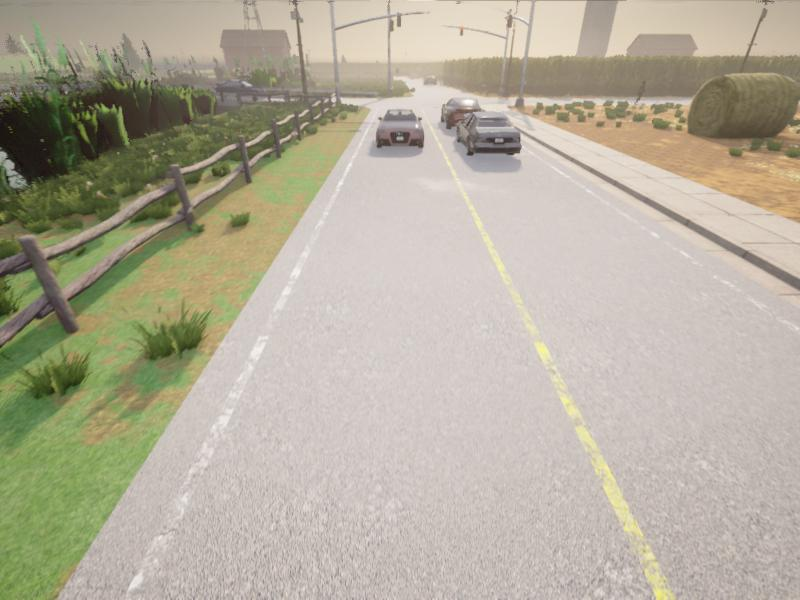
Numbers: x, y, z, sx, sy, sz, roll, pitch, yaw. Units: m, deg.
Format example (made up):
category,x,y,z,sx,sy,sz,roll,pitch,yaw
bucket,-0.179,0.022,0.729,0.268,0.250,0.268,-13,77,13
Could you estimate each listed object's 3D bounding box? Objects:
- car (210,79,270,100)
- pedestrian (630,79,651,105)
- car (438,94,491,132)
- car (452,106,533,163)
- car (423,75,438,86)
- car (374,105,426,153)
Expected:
category,x,y,z,sx,sy,sz,roll,pitch,yaw
car,-14.810,-19.627,37.247,4.674,1.442,1.812,4,31,1
pedestrian,19.882,-17.148,33.055,0.751,1.860,0.751,-2,30,-3
car,3.493,-10.630,22.604,2.163,1.488,4.792,0,30,0
car,3.495,-6.859,16.269,2.033,1.411,5.357,0,30,0
car,5.343,-39.030,71.034,2.163,1.488,4.792,-1,31,-2
car,0.003,-7.578,17.515,1.994,1.385,4.181,0,30,0
